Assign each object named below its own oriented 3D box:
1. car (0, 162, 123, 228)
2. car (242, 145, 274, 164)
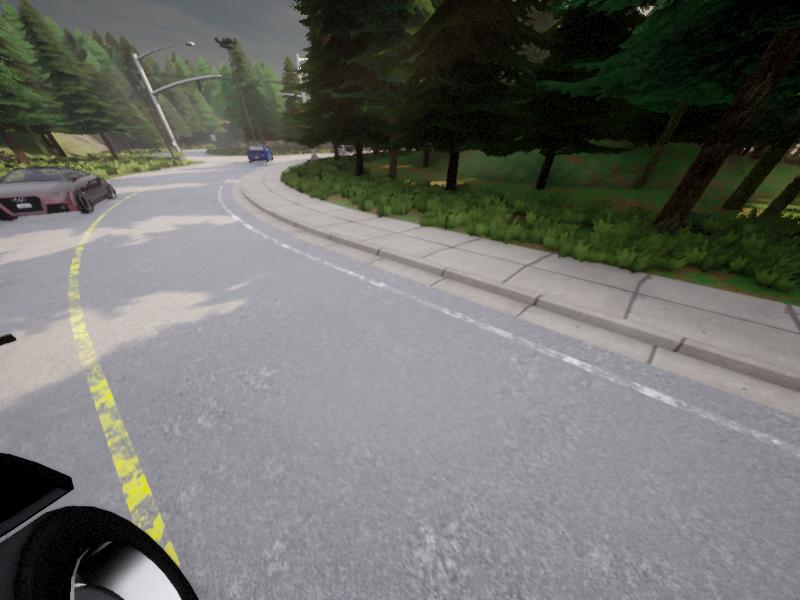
[{"bbox_3d":[-12.524,-4.005,8.356,1.994,1.385,4.181,-19,39,-25],"label":"car"},{"bbox_3d":[-15.417,-16.102,25.436,1.882,1.535,5.008,-10,36,-14],"label":"car"}]
